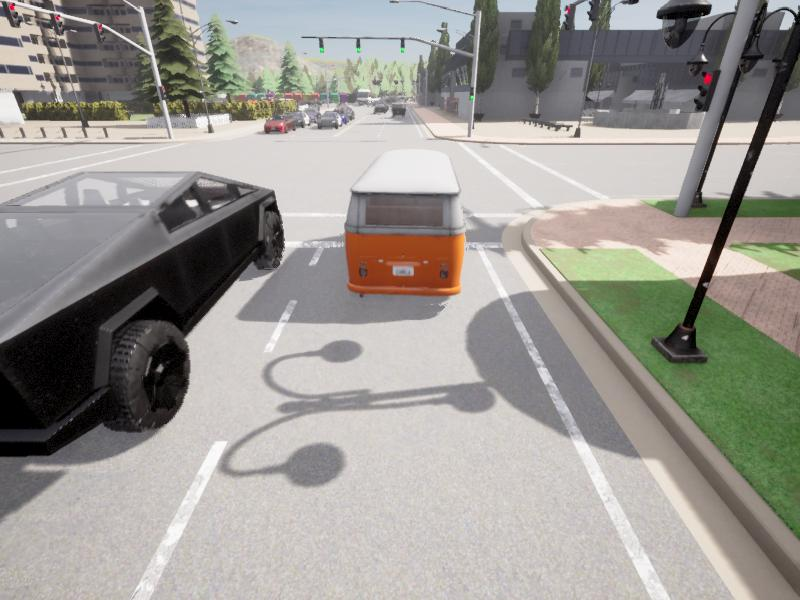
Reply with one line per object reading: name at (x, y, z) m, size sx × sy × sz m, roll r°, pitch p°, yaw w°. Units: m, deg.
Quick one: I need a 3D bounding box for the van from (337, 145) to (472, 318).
van at (0.199, -1.656, 7.656) m, size 1.775 × 1.987 × 4.442 m, roll 2°, pitch 27°, yaw 3°

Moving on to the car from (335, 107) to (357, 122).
car at (-6.969, -24.087, 51.793) m, size 2.128 × 1.511 × 4.902 m, roll 0°, pitch 27°, yaw 0°

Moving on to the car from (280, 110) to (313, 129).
car at (-10.475, -18.476, 40.861) m, size 2.038 × 1.542 × 4.974 m, roll 0°, pitch 27°, yaw 0°

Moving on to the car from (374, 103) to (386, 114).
car at (-3.458, -33.352, 69.671) m, size 1.930 × 1.638 × 5.238 m, roll 0°, pitch 27°, yaw 0°

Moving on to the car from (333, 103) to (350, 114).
car at (-10.456, -34.502, 72.021) m, size 2.242 × 1.667 × 4.611 m, roll 0°, pitch 27°, yaw 0°

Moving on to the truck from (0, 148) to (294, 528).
truck at (-3.498, -0.583, 5.444) m, size 2.390 × 2.098 × 6.274 m, roll 0°, pitch 27°, yaw 0°

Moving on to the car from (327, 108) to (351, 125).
car at (-6.972, -21.180, 46.124) m, size 2.007 × 1.525 × 4.514 m, roll 0°, pitch 27°, yaw 0°

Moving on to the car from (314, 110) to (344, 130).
car at (-6.976, -17.988, 39.913) m, size 2.038 × 1.542 × 4.974 m, roll 0°, pitch 27°, yaw 0°

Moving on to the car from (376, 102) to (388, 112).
car at (-3.454, -37.109, 76.970) m, size 2.033 × 1.649 × 4.856 m, roll 0°, pitch 27°, yaw 0°

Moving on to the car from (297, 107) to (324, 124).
car at (-10.471, -21.701, 47.025) m, size 2.033 × 1.649 × 4.856 m, roll 0°, pitch 27°, yaw 0°

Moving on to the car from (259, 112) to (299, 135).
car at (-10.542, -15.623, 35.317) m, size 2.007 × 1.525 × 4.514 m, roll 1°, pitch 27°, yaw 2°

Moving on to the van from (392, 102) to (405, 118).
van at (-0.182, -28.111, 59.100) m, size 1.775 × 1.987 × 4.442 m, roll 1°, pitch 27°, yaw 2°
